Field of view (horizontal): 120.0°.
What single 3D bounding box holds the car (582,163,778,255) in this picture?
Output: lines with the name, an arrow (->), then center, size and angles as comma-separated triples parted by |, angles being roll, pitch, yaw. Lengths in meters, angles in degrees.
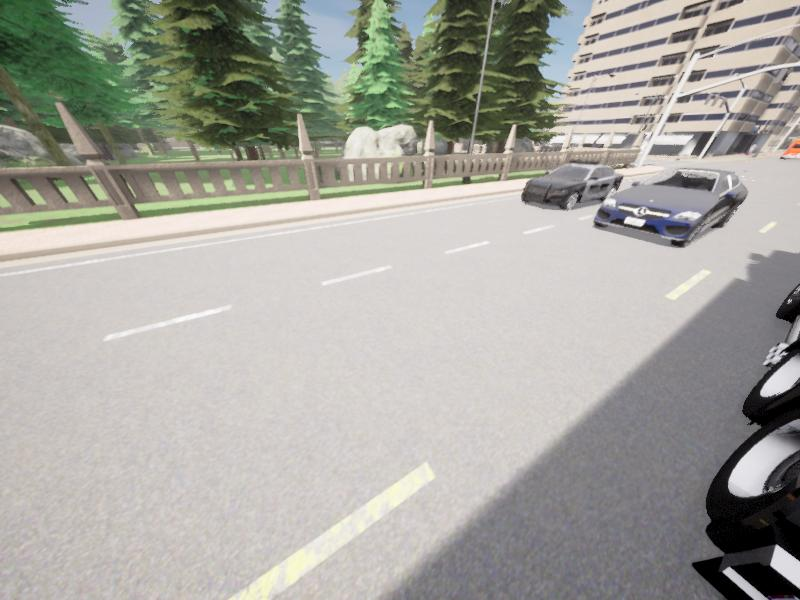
car -> 8.400, -3.029, 7.000 | 5.027, 1.651, 2.152 | -18, 39, -24

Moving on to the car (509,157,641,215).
car -> 7.416, -5.024, 9.842 | 5.238, 1.638, 1.930 | -18, 39, -24

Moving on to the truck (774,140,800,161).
truck -> 59.375, -22.239, 34.248 | 5.204, 2.467, 2.627 | -19, 39, -24

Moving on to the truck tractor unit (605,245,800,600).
truck tractor unit -> 5.077, -0.333, 0.828 | 6.516, 4.208, 3.053 | -20, 40, -26
